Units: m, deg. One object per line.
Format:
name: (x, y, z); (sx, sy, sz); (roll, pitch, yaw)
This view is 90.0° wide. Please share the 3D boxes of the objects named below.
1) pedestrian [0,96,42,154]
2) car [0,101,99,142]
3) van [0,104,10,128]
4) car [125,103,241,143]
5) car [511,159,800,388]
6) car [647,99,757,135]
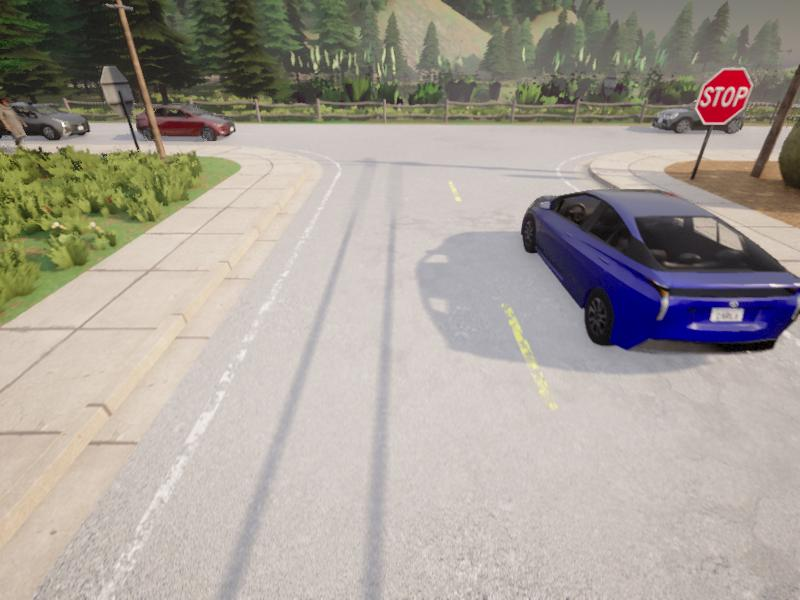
pedestrian: (-14.325, -6.465, 14.799); (0.751, 1.860, 0.751); (-3, 30, -4)
car: (-17.376, -8.452, 18.879); (4.514, 1.525, 2.007); (1, 30, 2)
van: (-25.667, -10.759, 21.829); (5.915, 2.561, 1.988); (1, 30, 1)
car: (-9.954, -8.291, 18.653); (4.193, 1.474, 1.816); (1, 30, 3)
car: (3.299, -0.843, 5.931); (2.007, 1.525, 4.514); (0, 30, 0)
car: (15.436, -9.477, 20.675); (3.806, 1.475, 1.970); (1, 30, 2)
